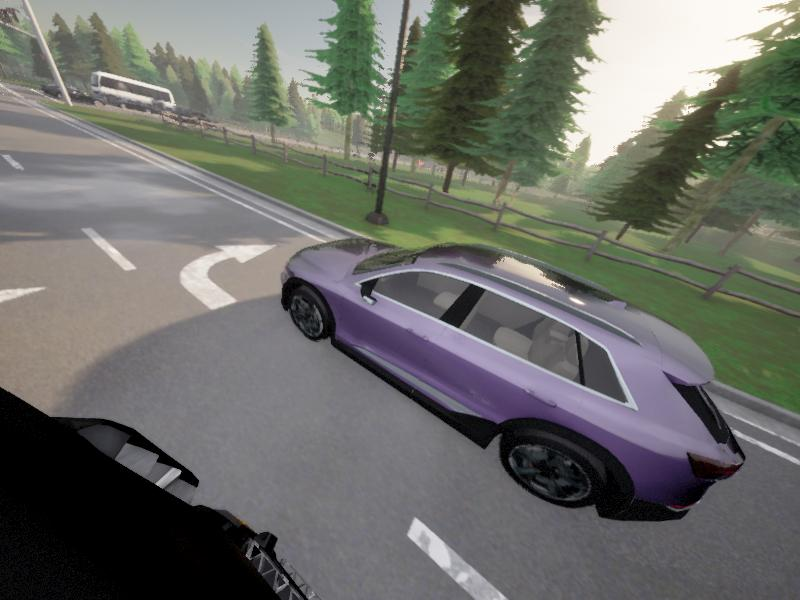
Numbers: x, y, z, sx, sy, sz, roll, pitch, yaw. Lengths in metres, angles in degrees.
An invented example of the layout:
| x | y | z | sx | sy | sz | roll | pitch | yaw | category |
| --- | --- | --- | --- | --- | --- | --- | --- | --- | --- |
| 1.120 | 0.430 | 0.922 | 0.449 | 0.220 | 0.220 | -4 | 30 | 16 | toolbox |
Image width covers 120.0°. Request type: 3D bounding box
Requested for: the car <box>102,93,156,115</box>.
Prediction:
| x | y | z | sx | sy | sz | roll | pitch | yaw | category |
| --- | --- | --- | --- | --- | --- | --- | --- | --- | --- |
| -45.674 | -33.116 | 39.103 | 2.033 | 1.411 | 5.357 | 26 | 34 | 21 | car |

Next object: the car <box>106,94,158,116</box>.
| x | y | z | sx | sy | sz | roll | pitch | yaw | category |
| --- | --- | --- | --- | --- | --- | --- | --- | --- | --- |
| -43.080 | -31.450 | 37.307 | 1.837 | 1.490 | 4.892 | 26 | 34 | 21 | car |

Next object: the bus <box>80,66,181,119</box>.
| x | y | z | sx | sy | sz | roll | pitch | yaw | category |
| --- | --- | --- | --- | --- | --- | --- | --- | --- | --- |
| -47.165 | -36.471 | 41.172 | 3.944 | 4.253 | 10.273 | 26 | 34 | 21 | bus |

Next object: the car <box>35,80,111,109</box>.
| x | y | z | sx | sy | sz | roll | pitch | yaw | category |
| --- | --- | --- | --- | --- | --- | --- | --- | --- | --- |
| -40.136 | -25.313 | 28.566 | 1.837 | 1.490 | 4.892 | 24 | 33 | 18 | car |

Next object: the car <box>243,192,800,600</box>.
| x | y | z | sx | sy | sz | roll | pitch | yaw | category |
| --- | --- | --- | --- | --- | --- | --- | --- | --- | --- |
| 0.634 | 0.136 | 2.905 | 4.856 | 1.649 | 2.033 | 27 | 34 | 21 | car |

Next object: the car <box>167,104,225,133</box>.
| x | y | z | sx | sy | sz | roll | pitch | yaw | category |
| --- | --- | --- | --- | --- | --- | --- | --- | --- | --- |
| -29.403 | -26.261 | 33.585 | 2.150 | 2.045 | 5.566 | 27 | 34 | 22 | car |
